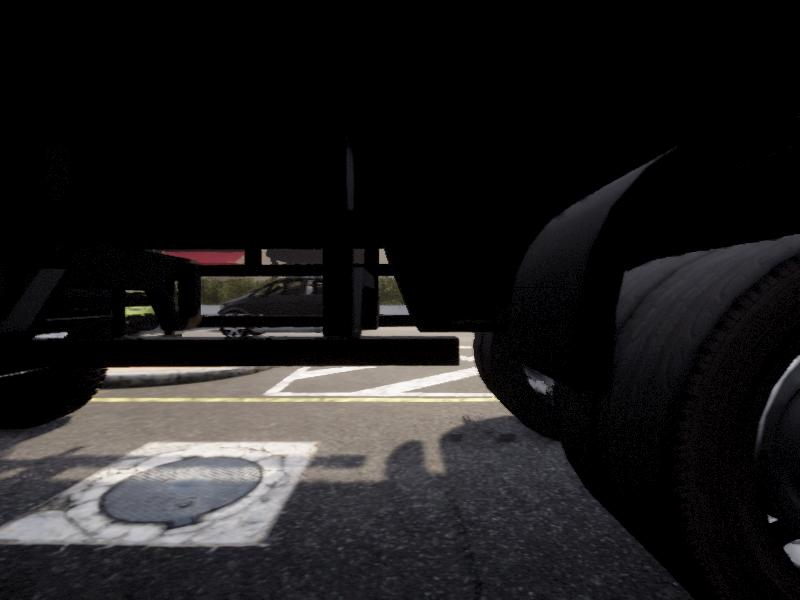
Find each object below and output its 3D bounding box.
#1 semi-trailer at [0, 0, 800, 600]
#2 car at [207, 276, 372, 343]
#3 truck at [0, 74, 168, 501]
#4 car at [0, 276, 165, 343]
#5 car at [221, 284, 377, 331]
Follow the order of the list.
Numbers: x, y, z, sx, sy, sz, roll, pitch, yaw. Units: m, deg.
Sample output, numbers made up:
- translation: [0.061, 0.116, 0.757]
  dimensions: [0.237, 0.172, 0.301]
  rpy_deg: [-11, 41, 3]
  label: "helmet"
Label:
- translation: [5.049, -1.211, 2.229]
  dimensions: [14.254, 4.402, 2.717]
  rpy_deg: [0, 0, 0]
  label: "semi-trailer"
- translation: [-2.636, 0.210, 10.192]
  dimensions: [3.705, 1.549, 1.789]
  rpy_deg: [0, 0, 0]
  label: "car"
- translation: [-5.100, -0.065, 2.188]
  dimensions: [6.274, 2.098, 2.390]
  rpy_deg: [0, 0, 0]
  label: "truck"
- translation: [-8.820, 0.216, 10.178]
  dimensions: [4.514, 1.525, 2.007]
  rpy_deg: [0, 0, 0]
  label: "car"
- translation: [-3.275, 0.239, 13.690]
  dimensions: [4.892, 1.490, 1.837]
  rpy_deg: [0, 0, 0]
  label: "car"
